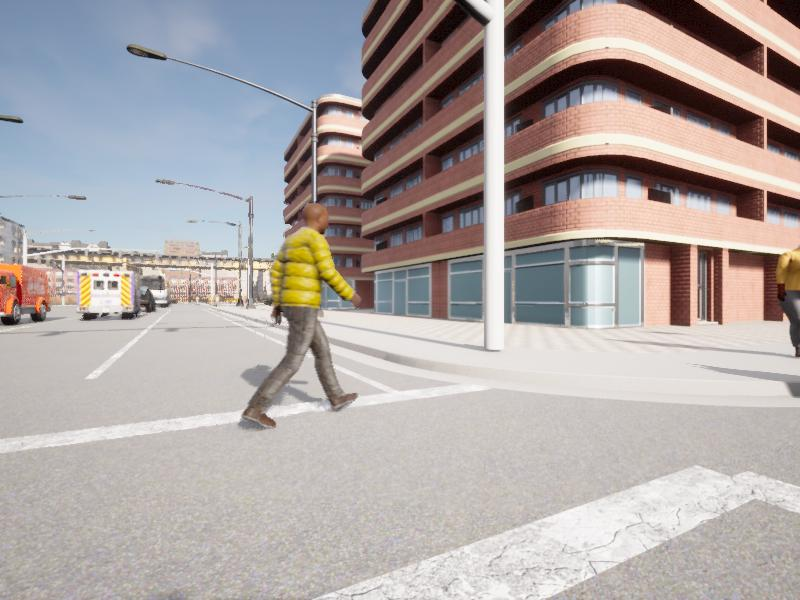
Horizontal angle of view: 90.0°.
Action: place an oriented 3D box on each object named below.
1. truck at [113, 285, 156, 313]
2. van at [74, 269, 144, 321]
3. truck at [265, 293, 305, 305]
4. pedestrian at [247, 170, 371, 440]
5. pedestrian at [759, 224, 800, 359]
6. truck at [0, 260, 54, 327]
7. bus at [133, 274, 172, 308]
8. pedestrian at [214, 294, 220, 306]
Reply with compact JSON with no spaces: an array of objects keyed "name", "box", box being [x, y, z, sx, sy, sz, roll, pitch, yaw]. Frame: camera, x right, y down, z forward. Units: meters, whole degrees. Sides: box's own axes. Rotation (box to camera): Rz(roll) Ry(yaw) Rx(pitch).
[{"name":"truck","box":[-21.779,-0.058,33.098,2.390,2.098,6.274,0,0,-29]},{"name":"van","box":[-15.813,-0.222,22.166,2.351,2.431,6.366,0,0,-29]},{"name":"truck","box":[-20.145,-0.210,70.222,6.274,2.098,2.390,-1,0,-27]},{"name":"pedestrian","box":[-0.758,0.037,3.279,0.751,1.860,0.751,0,0,-36]},{"name":"pedestrian","box":[5.851,-0.115,5.763,0.751,1.860,0.751,0,0,16]},{"name":"truck","box":[-16.753,-0.243,16.576,2.627,2.467,5.204,0,0,-28]},{"name":"bus","box":[-34.633,-1.166,56.410,3.944,4.253,10.273,0,0,-28]},{"name":"pedestrian","box":[-28.303,-0.015,61.878,0.751,1.860,0.751,0,0,-45]}]
